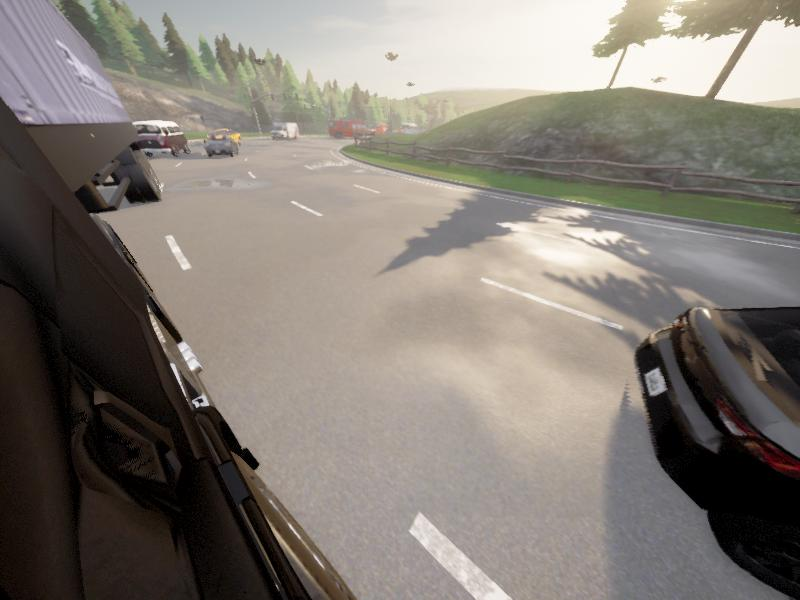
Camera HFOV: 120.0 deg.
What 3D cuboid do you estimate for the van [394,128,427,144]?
[{"bbox_3d":[2.095,-34.252,48.264,6.366,2.431,2.351,14,38,15],"label":"van"}]

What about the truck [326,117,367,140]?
[{"bbox_3d":[-12.297,-39.758,53.657,8.468,3.827,2.891,-20,42,-28],"label":"truck"}]

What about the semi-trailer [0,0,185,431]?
[{"bbox_3d":[-7.954,-4.001,4.873,2.717,4.402,14.254,-25,45,-32],"label":"semi-trailer"}]

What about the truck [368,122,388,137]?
[{"bbox_3d":[-7.400,-58.404,79.274,2.891,3.827,8.468,16,38,17],"label":"truck"}]

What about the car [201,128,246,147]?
[{"bbox_3d":[-20.190,-18.852,26.710,1.882,1.535,5.008,-2,37,-6],"label":"car"}]

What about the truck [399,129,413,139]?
[{"bbox_3d":[2.037,-54.855,76.198,2.627,2.467,5.204,16,38,17],"label":"truck"}]

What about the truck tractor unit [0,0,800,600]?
[{"bbox_3d":[-2.645,-0.295,0.352,6.516,4.208,3.053,28,44,30],"label":"truck tractor unit"}]

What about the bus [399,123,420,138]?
[{"bbox_3d":[3.629,-62.823,85.601,3.944,4.253,10.273,16,38,17],"label":"bus"}]

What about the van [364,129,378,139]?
[{"bbox_3d":[-7.742,-44.888,62.415,2.069,2.038,4.480,12,37,12],"label":"van"}]

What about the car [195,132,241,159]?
[{"bbox_3d":[-13.636,-11.826,17.590,1.845,1.501,3.633,-13,39,-19],"label":"car"}]

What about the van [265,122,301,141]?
[{"bbox_3d":[-19.928,-29.116,39.908,2.351,2.431,6.366,6,37,4],"label":"van"}]

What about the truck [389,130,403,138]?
[{"bbox_3d":[-1.318,-55.450,77.103,2.390,2.098,6.274,15,38,17],"label":"truck"}]

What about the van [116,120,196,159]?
[{"bbox_3d":[-16.966,-11.498,16.506,2.069,2.038,4.480,-11,39,-18],"label":"van"}]

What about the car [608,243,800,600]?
[{"bbox_3d":[3.922,1.253,0.987,4.193,1.474,1.816,23,41,25],"label":"car"}]
